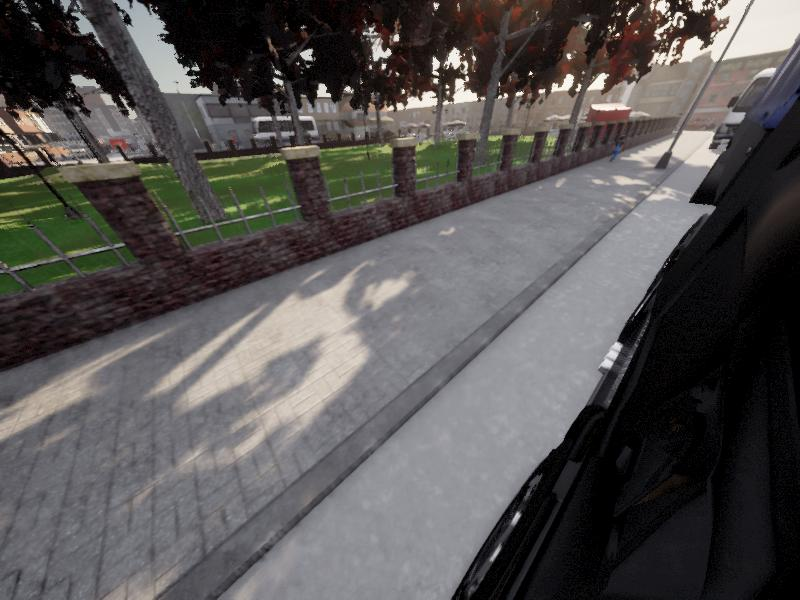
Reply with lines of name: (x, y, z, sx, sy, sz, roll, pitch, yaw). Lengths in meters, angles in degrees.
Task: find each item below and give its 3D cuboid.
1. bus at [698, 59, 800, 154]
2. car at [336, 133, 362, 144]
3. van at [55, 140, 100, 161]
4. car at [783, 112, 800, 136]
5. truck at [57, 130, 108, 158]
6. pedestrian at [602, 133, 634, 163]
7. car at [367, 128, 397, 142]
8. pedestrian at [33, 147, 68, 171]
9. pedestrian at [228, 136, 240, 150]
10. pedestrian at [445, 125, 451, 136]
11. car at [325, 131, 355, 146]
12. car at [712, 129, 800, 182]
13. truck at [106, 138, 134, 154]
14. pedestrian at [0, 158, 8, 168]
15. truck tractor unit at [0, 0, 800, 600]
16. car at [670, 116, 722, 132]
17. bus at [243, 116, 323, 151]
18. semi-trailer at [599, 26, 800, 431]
bus: (25.573, -13.130, 15.933, 10.273, 4.253, 3.944, -28, 44, -30)
car: (-9.911, -31.621, 45.222, 4.674, 1.442, 1.812, -29, 44, -30)
van: (-50.787, -23.741, 36.577, 2.351, 2.431, 6.366, -27, 43, -29)
car: (39.257, -16.874, 21.988, 3.866, 1.878, 1.905, -30, 45, -32)
truck: (-57.511, -28.528, 42.223, 2.891, 3.827, 8.468, -28, 44, -30)
pedestrian: (12.072, -8.439, 12.811, 0.751, 1.300, 0.751, -30, 45, -31)
car: (-3.364, -32.197, 45.058, 5.566, 2.045, 2.150, -31, 45, -32)
pedestrian: (-32.832, -13.288, 21.740, 0.751, 1.860, 0.751, -21, 40, -22)
pedestrian: (-27.390, -25.902, 38.186, 0.751, 1.860, 0.751, 12, 39, 19)
pedestrian: (10.235, -35.819, 48.921, 0.751, 1.860, 0.751, -25, 42, -27)
car: (-10.445, -28.305, 40.472, 4.605, 1.855, 1.932, -29, 44, -32)
car: (15.901, -6.524, 10.153, 5.357, 1.411, 2.033, -30, 45, -31)
truck: (-58.511, -32.260, 48.394, 2.627, 2.467, 5.204, -29, 44, -31)
pedestrian: (-47.742, -16.572, 27.073, 0.751, 1.860, 0.751, -15, 39, -16)
truck tractor unit: (2.645, -0.295, 0.351, 6.516, 4.208, 3.053, -28, 44, -30)
car: (42.483, -25.353, 33.314, 1.851, 1.617, 3.988, -18, 39, -19)
bus: (-18.922, -27.603, 38.128, 10.273, 4.253, 3.944, -28, 43, -30)
semi-trailer: (8.617, -3.666, 4.296, 14.254, 4.402, 2.717, -29, 44, -31)
